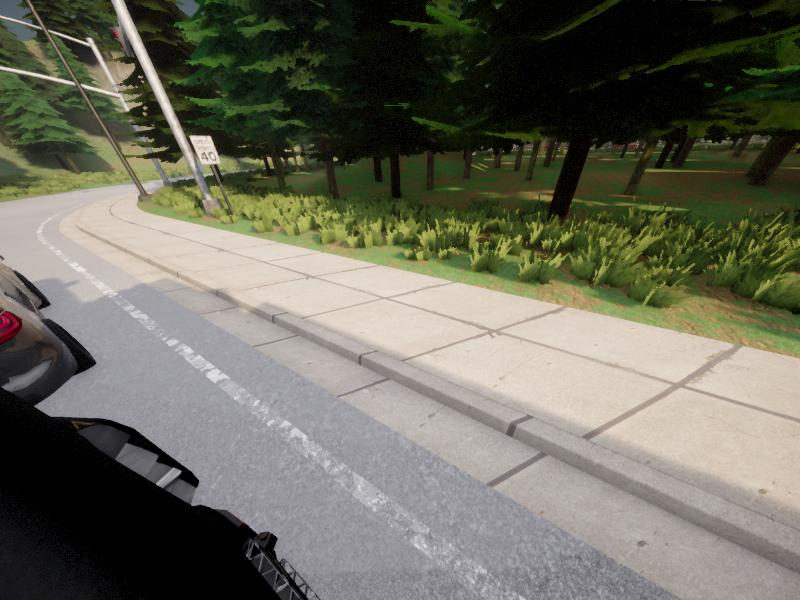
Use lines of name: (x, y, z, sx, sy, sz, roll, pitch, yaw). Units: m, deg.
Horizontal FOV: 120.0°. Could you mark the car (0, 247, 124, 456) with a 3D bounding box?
car: (-5.789, 0.289, 2.439, 4.611, 1.667, 2.242, 16, 38, 26)
